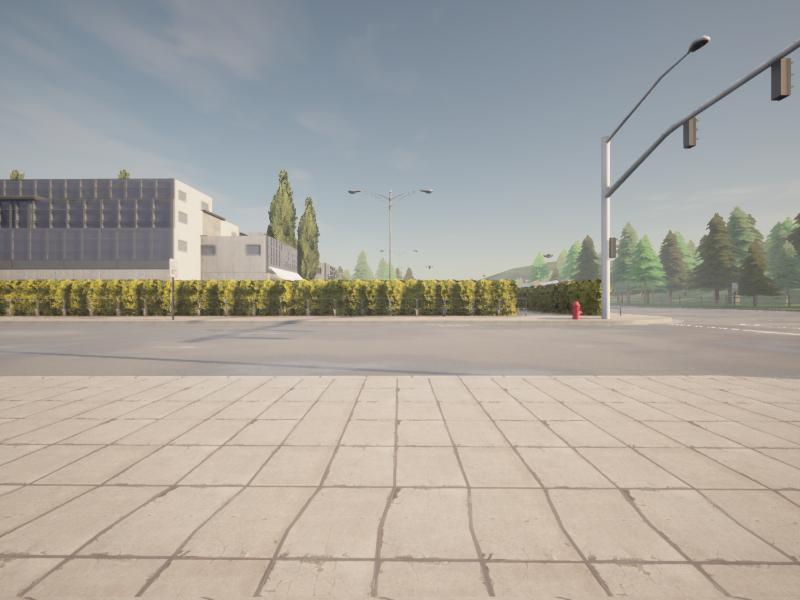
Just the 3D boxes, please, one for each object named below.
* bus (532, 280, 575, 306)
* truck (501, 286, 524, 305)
[{"bbox_3d":[27.256,-1.162,71.816,3.944,4.253,10.273,0,0,1],"label":"bus"},{"bbox_3d":[24.117,-0.945,86.191,2.891,3.827,8.468,0,0,1],"label":"truck"}]
